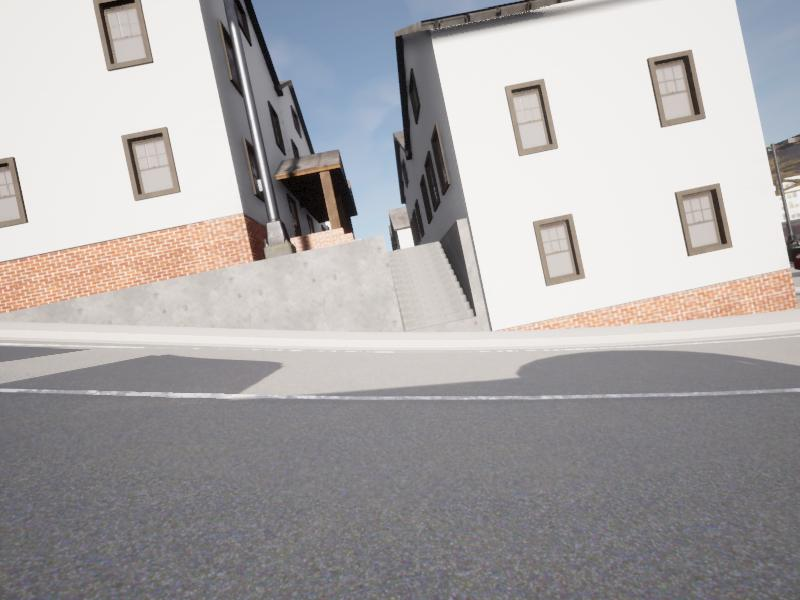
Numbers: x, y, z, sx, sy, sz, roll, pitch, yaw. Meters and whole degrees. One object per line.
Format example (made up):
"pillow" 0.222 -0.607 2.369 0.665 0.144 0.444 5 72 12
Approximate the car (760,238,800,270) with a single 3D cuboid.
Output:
"car" 23.476 -2.815 23.071 1.789 1.549 3.705 -12 0 0

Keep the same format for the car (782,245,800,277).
"car" 19.951 -2.012 17.442 1.812 1.442 4.674 -12 0 -1

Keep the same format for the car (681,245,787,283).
"car" 20.064 -2.065 24.398 2.163 1.488 4.792 -12 0 0
